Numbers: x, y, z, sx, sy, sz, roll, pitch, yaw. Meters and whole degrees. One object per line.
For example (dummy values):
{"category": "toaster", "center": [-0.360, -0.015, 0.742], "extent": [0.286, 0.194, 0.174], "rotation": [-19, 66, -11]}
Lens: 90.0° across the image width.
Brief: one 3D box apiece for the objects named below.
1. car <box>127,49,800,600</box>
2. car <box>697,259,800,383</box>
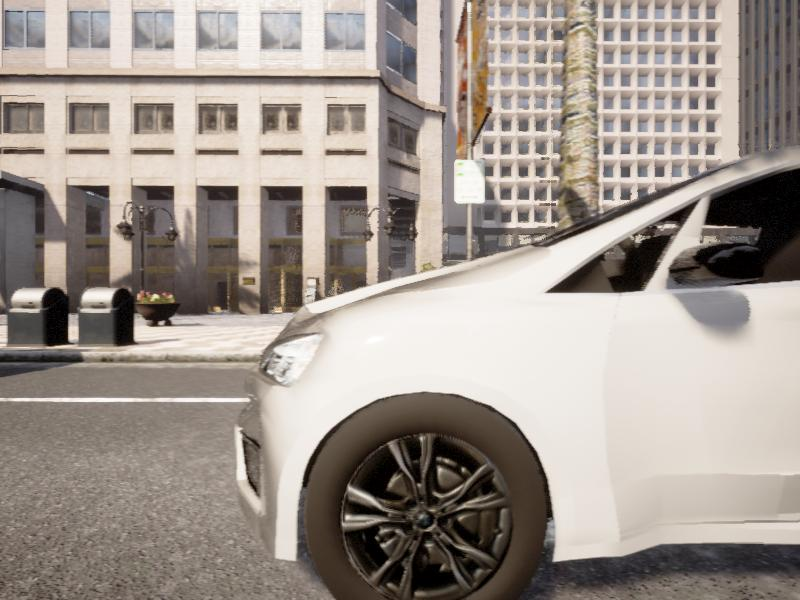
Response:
{"category": "car", "center": [1.568, 0.157, 2.203], "extent": [4.611, 1.667, 2.242], "rotation": [0, 0, 0]}
{"category": "car", "center": [7.195, 0.255, 5.389], "extent": [4.792, 1.488, 2.163], "rotation": [0, 0, -1]}
